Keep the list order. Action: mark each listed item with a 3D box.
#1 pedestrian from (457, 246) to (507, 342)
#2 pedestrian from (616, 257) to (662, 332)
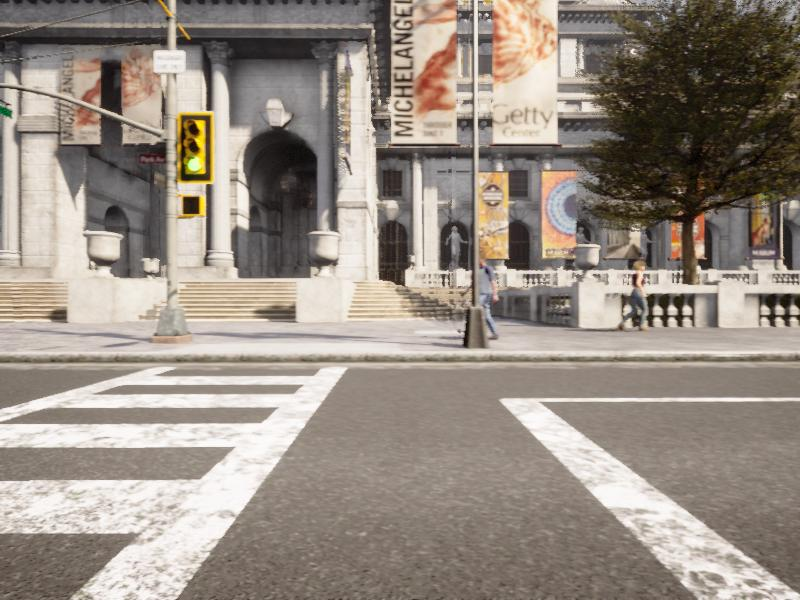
[{"bbox_3d":[1.666,-0.118,8.202,0.751,1.860,0.751,0,0,-14],"label":"pedestrian"},{"bbox_3d":[6.133,-0.125,10.307,0.751,1.860,0.751,0,0,0],"label":"pedestrian"}]
